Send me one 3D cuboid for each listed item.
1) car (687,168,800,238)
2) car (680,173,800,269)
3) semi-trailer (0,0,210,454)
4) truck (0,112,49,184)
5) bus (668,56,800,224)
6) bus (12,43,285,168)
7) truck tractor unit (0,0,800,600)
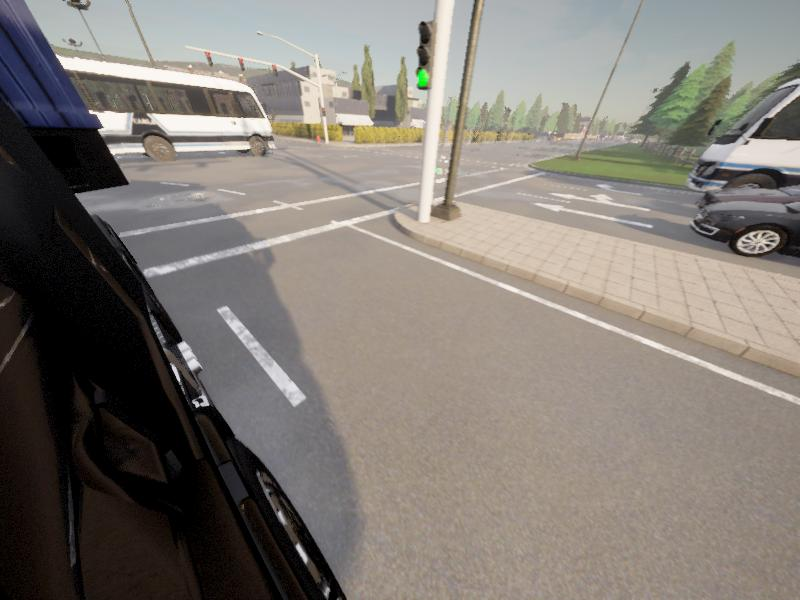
[{"bbox_3d":[12.681,-2.603,6.678,5.357,1.411,2.033,29,44,31],"label":"car"},{"bbox_3d":[9.871,-1.405,4.835,4.892,1.490,1.837,29,44,31],"label":"car"},{"bbox_3d":[-10.088,-1.612,1.492,14.254,4.402,2.717,4,36,2],"label":"semi-trailer"},{"bbox_3d":[-16.410,-5.030,7.333,2.627,2.467,5.204,28,44,29],"label":"truck"},{"bbox_3d":[16.512,-4.351,6.848,10.273,4.253,3.944,29,44,31],"label":"bus"},{"bbox_3d":[-13.679,-11.456,14.553,3.944,4.253,10.273,26,43,28],"label":"bus"},{"bbox_3d":[-2.645,-0.295,0.351,6.516,4.208,3.053,28,44,30],"label":"truck tractor unit"}]
